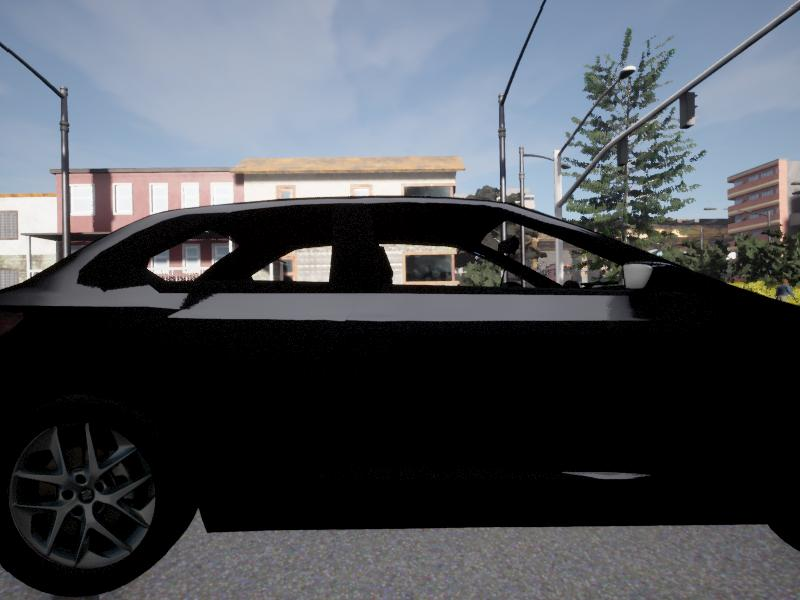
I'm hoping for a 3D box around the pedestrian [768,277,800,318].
[{"bbox_3d":[17.929,-0.096,18.712,0.751,1.860,0.751,-1,0,-1],"label":"pedestrian"}]

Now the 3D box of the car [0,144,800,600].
[{"bbox_3d":[0.342,0.254,2.184,4.193,1.474,1.816,0,0,-1],"label":"car"}]

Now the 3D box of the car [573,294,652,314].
[{"bbox_3d":[15.345,0.277,29.114,4.718,1.301,1.895,-1,0,44],"label":"car"}]
